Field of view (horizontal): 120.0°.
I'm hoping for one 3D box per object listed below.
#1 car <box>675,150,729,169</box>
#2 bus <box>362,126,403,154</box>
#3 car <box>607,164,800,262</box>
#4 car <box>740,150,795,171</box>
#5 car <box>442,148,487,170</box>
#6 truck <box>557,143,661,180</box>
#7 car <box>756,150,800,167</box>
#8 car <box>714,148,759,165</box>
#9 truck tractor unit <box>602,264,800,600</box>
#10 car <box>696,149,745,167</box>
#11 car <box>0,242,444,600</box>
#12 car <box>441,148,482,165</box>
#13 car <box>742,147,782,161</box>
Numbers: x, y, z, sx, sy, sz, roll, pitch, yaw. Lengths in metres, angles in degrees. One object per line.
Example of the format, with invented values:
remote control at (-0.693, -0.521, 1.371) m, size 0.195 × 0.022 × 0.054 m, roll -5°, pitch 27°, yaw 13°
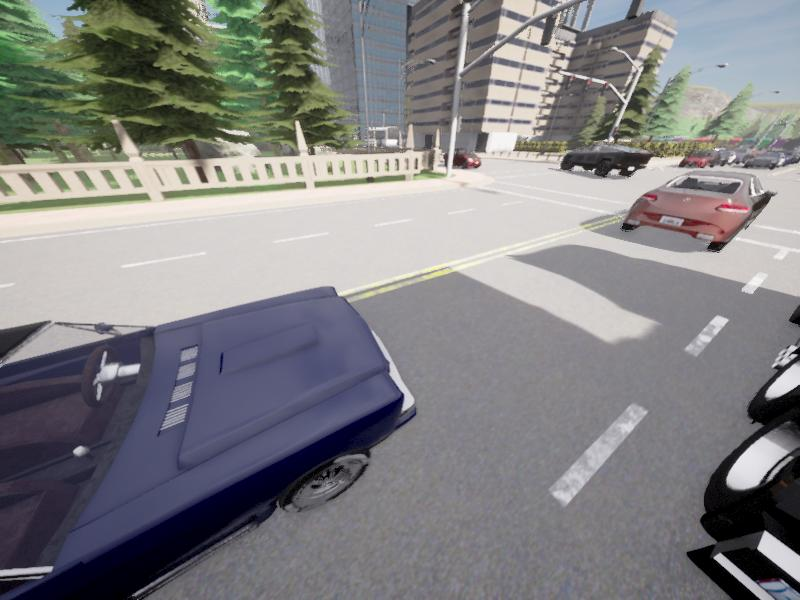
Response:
car at (31.641, -14.766, 24.222) m, size 4.514 × 1.525 × 2.007 m, roll -17°, pitch 38°, yaw -23°
bus at (-3.722, -32.746, 47.381) m, size 3.944 × 4.253 × 10.273 m, roll -18°, pitch 39°, yaw -24°
car at (8.860, -2.845, 6.772) m, size 5.027 × 1.651 × 2.152 m, roll -20°, pitch 40°, yaw -26°
car at (37.900, -14.454, 23.827) m, size 4.974 × 1.542 × 2.038 m, roll -18°, pitch 39°, yaw -24°
car at (6.192, -13.852, 22.600) m, size 1.851 × 1.617 × 3.988 m, roll -16°, pitch 38°, yaw -23°
truck at (16.059, -11.267, 18.541) m, size 2.390 × 2.098 × 6.274 m, roll -1°, pitch 35°, yaw -3°
car at (43.950, -16.417, 26.711) m, size 4.514 × 1.525 × 2.007 m, roll -18°, pitch 39°, yaw -24°
car at (43.101, -18.488, 29.595) m, size 4.856 × 1.649 × 2.033 m, roll -18°, pitch 39°, yaw -24°
truck tractor unit at (5.108, -0.303, 0.787) m, size 6.516 × 4.208 × 3.053 m, roll -18°, pitch 39°, yaw -24°
car at (37.074, -16.491, 26.750) m, size 4.974 × 1.542 × 2.038 m, roll -18°, pitch 39°, yaw -24°
car at (-2.261, 0.995, 1.428) m, size 4.718 × 1.301 × 1.895 m, roll -18°, pitch 39°, yaw -24°
car at (7.118, -16.935, 27.188) m, size 1.812 × 1.442 × 4.674 m, roll -18°, pitch 39°, yaw -24°
car at (55.977, -22.689, 35.721) m, size 4.611 × 1.667 × 2.242 m, roll -18°, pitch 39°, yaw -24°
